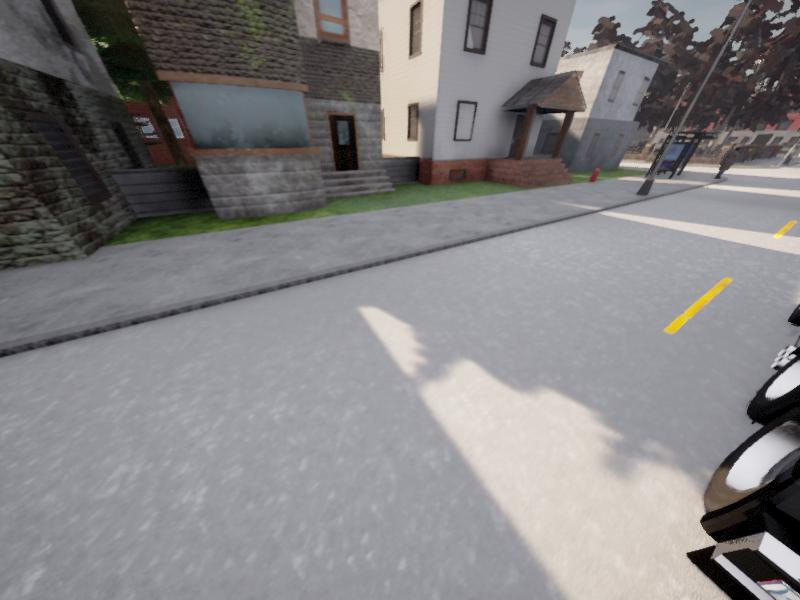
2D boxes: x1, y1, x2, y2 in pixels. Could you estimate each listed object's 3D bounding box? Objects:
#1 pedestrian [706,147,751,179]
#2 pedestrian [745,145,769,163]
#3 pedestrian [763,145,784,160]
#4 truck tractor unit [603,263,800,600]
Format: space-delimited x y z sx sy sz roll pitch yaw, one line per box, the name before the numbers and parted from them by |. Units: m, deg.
pedestrian | 22.668 -9.468 15.978 0.751 1.860 0.751 -3 35 -5
pedestrian | 45.478 -18.636 29.427 0.751 1.860 0.751 -18 39 -25
pedestrian | 54.812 -21.669 33.881 0.751 1.860 0.751 -18 39 -24
truck tractor unit | 5.107 -0.302 0.792 6.516 4.208 3.053 -18 39 -24
